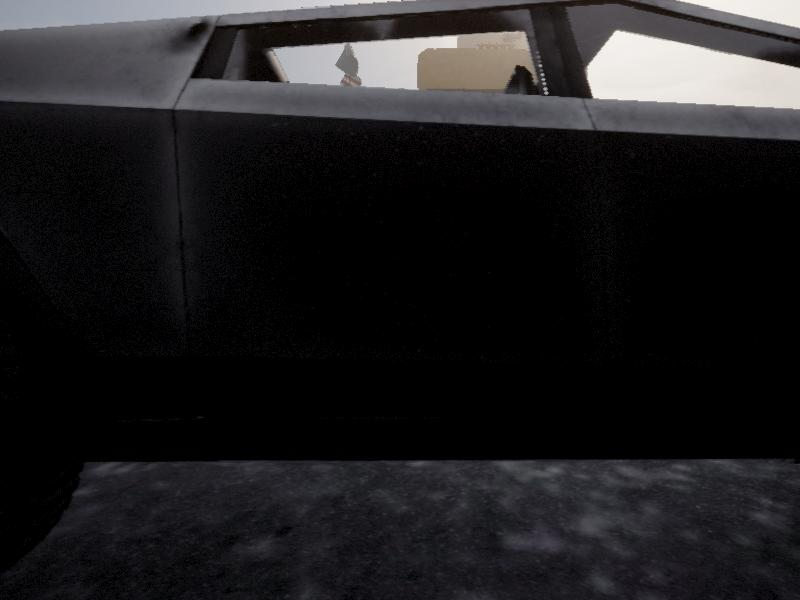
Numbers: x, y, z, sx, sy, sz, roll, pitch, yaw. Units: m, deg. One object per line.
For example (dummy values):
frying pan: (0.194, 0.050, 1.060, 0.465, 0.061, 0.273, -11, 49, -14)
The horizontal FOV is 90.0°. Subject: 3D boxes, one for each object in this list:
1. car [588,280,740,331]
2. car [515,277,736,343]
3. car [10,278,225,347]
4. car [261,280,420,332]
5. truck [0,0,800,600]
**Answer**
car: (8.870, 0.181, 13.720, 3.988, 1.617, 1.851, 0, 0, 0)
car: (5.487, 0.225, 10.208, 4.514, 1.525, 2.007, 0, 0, 0)
car: (-6.577, 0.261, 9.774, 3.806, 1.475, 1.970, 0, 0, -8)
car: (-1.874, 0.184, 13.661, 5.027, 1.651, 2.152, 0, 0, 0)
truck: (0.298, -0.055, 2.198, 6.274, 2.098, 2.390, 0, 0, 0)
